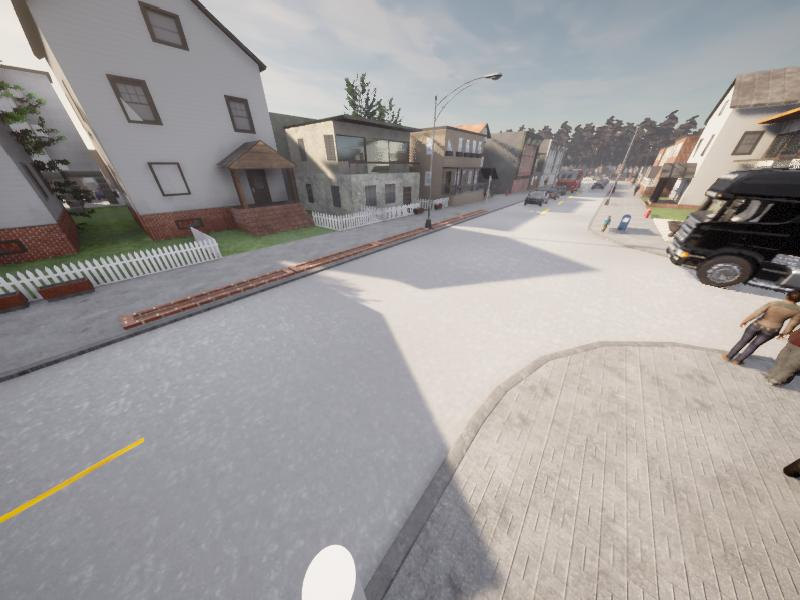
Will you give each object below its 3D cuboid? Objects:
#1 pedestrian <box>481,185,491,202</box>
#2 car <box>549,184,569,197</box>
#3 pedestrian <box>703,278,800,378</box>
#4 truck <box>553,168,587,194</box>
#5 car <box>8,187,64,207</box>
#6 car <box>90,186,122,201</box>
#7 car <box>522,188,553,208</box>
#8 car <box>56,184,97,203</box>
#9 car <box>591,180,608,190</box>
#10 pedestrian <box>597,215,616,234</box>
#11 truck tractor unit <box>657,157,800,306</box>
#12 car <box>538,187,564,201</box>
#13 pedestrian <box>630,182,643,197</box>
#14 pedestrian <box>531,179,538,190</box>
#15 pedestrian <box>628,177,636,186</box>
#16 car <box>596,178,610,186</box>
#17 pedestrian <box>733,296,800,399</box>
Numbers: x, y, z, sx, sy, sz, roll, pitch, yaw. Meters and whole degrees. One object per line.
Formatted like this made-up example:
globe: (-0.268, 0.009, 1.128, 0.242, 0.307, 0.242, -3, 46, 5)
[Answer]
pedestrian: (10.865, -13.520, 29.306, 0.751, 1.860, 0.751, 18, 34, 28)
car: (25.445, -17.570, 36.884, 1.789, 1.549, 3.705, 23, 37, 34)
pedestrian: (7.647, 0.595, 4.860, 0.751, 1.860, 0.751, -16, 34, -26)
truck: (30.933, -21.820, 41.975, 2.891, 3.827, 8.468, 23, 37, 34)
car: (-43.673, -12.532, 27.911, 2.242, 1.667, 4.611, -23, 37, -34)
car: (-40.001, -14.531, 31.503, 1.845, 1.501, 3.633, -23, 37, -34)
car: (16.653, -12.450, 27.928, 1.930, 1.638, 5.238, 22, 37, 33)
car: (-41.858, -13.887, 30.046, 1.905, 1.878, 3.866, -23, 37, -34)
car: (41.263, -23.854, 47.804, 2.038, 1.542, 4.974, 23, 38, 34)
pedestrian: (13.724, -5.046, 15.372, 0.500, 1.100, 0.500, 7, 31, 12)
truck tractor unit: (14.218, -2.177, 7.548, 6.516, 4.208, 3.053, 23, 37, 34)
car: (21.579, -15.203, 32.970, 1.994, 1.385, 4.181, 23, 37, 34)
pedestrian: (35.366, -16.548, 34.550, 0.751, 1.860, 0.751, 21, 36, 31)
pedestrian: (25.487, -21.897, 43.815, 0.751, 1.860, 0.751, 18, 34, 28)
pedestrian: (53.554, -27.371, 53.296, 0.751, 1.860, 0.751, 23, 37, 34)
car: (50.823, -29.492, 57.694, 2.033, 1.411, 5.357, 23, 37, 34)
pedestrian: (7.728, 0.894, 4.343, 0.751, 1.860, 0.751, 15, 33, 24)
